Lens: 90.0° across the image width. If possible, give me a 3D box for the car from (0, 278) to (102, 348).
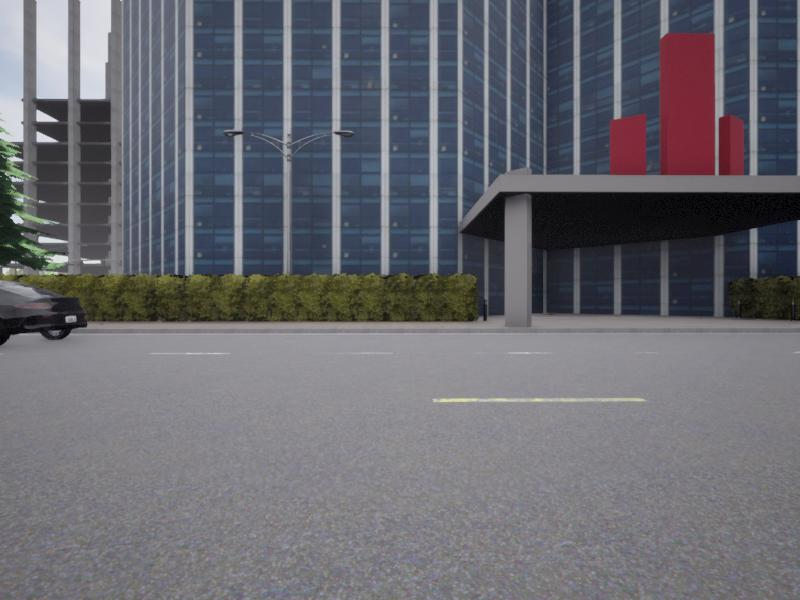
[{"bbox_3d":[-9.786,0.270,9.076,4.674,1.442,1.812,0,0,-1],"label":"car"}]
